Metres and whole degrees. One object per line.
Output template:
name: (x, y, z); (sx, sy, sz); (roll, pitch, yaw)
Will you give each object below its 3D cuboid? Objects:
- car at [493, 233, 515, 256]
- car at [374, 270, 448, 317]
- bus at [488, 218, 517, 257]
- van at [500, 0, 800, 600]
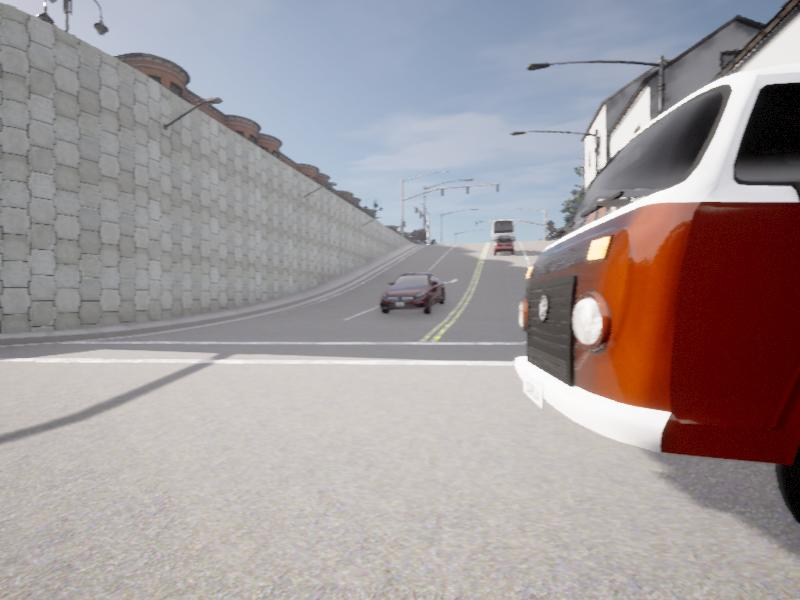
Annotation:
car: (9.379, -5.063, 36.099); (1.851, 1.617, 3.988); (1, 13, 14)
car: (0.643, -0.386, 16.233); (1.812, 1.442, 4.674); (0, 7, 17)
bus: (15.801, -9.383, 61.728); (3.944, 4.253, 10.273); (0, 0, 14)
van: (2.984, -0.025, 2.085); (4.480, 2.038, 2.069); (1, -1, 5)
